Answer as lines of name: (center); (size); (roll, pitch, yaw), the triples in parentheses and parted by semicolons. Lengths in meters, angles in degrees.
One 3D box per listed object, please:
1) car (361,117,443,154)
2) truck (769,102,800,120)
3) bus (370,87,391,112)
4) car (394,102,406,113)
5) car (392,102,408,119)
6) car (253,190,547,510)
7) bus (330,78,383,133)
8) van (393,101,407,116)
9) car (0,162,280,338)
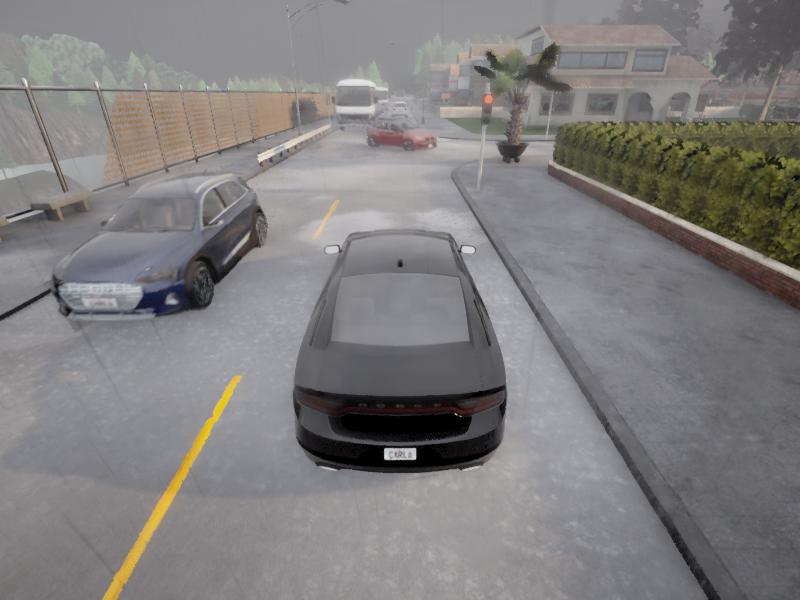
car: (0.057, -10.184, 24.587); (4.611, 1.667, 2.242); (22, 35, 35)
truck: (53.539, -25.254, 53.423); (2.390, 2.098, 6.274); (0, 27, 0)
bus: (-3.864, -41.387, 82.450); (3.944, 4.253, 10.273); (0, 27, 0)
car: (0.014, -37.247, 77.377); (2.242, 1.667, 4.611); (0, 27, 0)
car: (0.010, -27.121, 57.124); (2.150, 2.045, 5.566); (0, 27, 0)
car: (0.002, -0.111, 5.141); (1.882, 1.535, 5.008); (0, 27, 0)
bus: (-3.871, -19.056, 39.022); (3.944, 4.253, 10.273); (0, 27, 0)
van: (0.011, -30.113, 62.955); (2.069, 2.038, 4.480); (0, 27, 0)
car: (-3.997, -1.306, 7.369); (2.033, 1.649, 4.856); (0, 27, 0)
